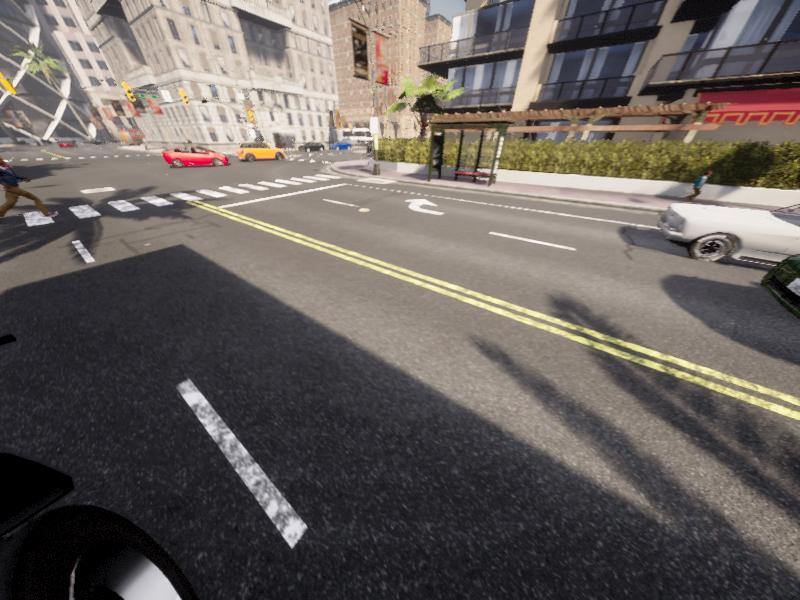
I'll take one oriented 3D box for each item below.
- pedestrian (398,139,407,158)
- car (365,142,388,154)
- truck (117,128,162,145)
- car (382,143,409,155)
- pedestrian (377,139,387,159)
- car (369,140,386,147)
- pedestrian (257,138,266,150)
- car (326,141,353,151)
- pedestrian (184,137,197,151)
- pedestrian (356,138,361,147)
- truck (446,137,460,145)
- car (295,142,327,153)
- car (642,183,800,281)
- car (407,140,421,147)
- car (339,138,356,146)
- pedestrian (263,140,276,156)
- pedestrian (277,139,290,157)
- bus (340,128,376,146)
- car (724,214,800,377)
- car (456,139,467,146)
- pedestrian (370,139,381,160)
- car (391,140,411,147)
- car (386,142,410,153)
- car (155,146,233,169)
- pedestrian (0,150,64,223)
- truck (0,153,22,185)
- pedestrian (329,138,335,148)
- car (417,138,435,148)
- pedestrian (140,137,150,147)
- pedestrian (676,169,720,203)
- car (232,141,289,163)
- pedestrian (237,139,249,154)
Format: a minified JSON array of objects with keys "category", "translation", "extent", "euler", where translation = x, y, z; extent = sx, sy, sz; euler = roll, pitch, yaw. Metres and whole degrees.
[{"category":"pedestrian","translation":[0.298,-18.040,27.562],"extent":[0.751,1.860,0.751],"euler":[18,39,24]},{"category":"car","translation":[-3.811,-24.963,37.910],"extent":[1.789,1.549,3.705],"euler":[22,41,27]},{"category":"truck","translation":[-73.445,-46.305,65.538],"extent":[2.891,3.827,8.468],"euler":[-2,35,-4]},{"category":"car","translation":[-0.651,-24.012,36.643],"extent":[1.837,1.490,4.892],"euler":[22,41,27]},{"category":"pedestrian","translation":[-1.972,-16.946,25.990],"extent":[0.751,1.860,0.751],"euler":[-22,41,-28]},{"category":"car","translation":[-6.220,-43.306,63.913],"extent":[4.514,1.525,2.007],"euler":[22,40,27]},{"category":"pedestrian","translation":[-25.641,-28.977,42.822],"extent":[0.751,1.860,0.751],"euler":[22,41,28]},{"category":"car","translation":[-11.672,-30.098,45.129],"extent":[1.882,1.535,5.008],"euler":[22,40,27]},{"category":"pedestrian","translation":[-33.913,-25.242,37.450],"extent":[0.751,1.860,0.751],"euler":[22,41,28]},{"category":"pedestrian","translation":[-10.764,-41.256,60.369],"extent":[0.751,1.860,0.751],"euler":[16,38,21]},{"category":"truck","translation":[18.581,-55.683,80.872],"extent":[2.627,2.467,5.204],"euler":[22,41,27]},{"category":"car","translation":[-15.517,-26.878,40.566],"extent":[1.837,1.490,4.892],"euler":[22,41,27]},{"category":"car","translation":[8.523,-1.299,4.704],"extent":[4.718,1.301,1.895],"euler":[22,41,28]},{"category":"car","translation":[4.236,-46.486,68.510],"extent":[3.633,1.501,1.845],"euler":[22,40,27]},{"category":"car","translation":[-15.629,-47.178,69.012],"extent":[4.605,1.855,1.932],"euler":[21,40,27]},{"category":"pedestrian","translation":[-17.598,-20.497,31.141],"extent":[0.751,1.860,0.751],"euler":[23,41,29]},{"category":"pedestrian","translation":[-14.471,-18.992,28.787],"extent":[0.751,1.860,0.751],"euler":[22,41,28]},{"category":"bus","translation":[-12.780,-49.548,70.336],"extent":[10.273,4.253,3.944],"euler":[22,40,27]},{"category":"car","translation":[7.512,0.455,1.556],"extent":[5.566,2.045,2.150],"euler":[22,40,27]},{"category":"car","translation":[21.075,-53.959,78.973],"extent":[1.905,1.878,3.866],"euler":[22,41,27]},{"category":"pedestrian","translation":[-2.709,-16.507,25.360],"extent":[0.751,1.860,0.751],"euler":[27,43,33]},{"category":"car","translation":[0.226,-43.237,63.777],"extent":[5.238,1.638,1.930],"euler":[22,40,27]},{"category":"car","translation":[-0.311,-27.875,42.094],"extent":[2.007,1.525,4.514],"euler":[22,40,27]},{"category":"car","translation":[-17.514,-12.406,20.004],"extent":[4.514,1.525,2.007],"euler":[-14,38,-20]},{"category":"pedestrian","translation":[-11.603,-3.420,6.989],"extent":[0.751,1.860,0.751],"euler":[20,39,25]},{"category":"truck","translation":[-25.795,-8.955,13.037],"extent":[8.468,3.827,2.891],"euler":[22,41,28]},{"category":"pedestrian","translation":[-15.501,-35.890,52.717],"extent":[0.751,1.860,0.751],"euler":[17,38,22]},{"category":"car","translation":[6.933,-42.245,62.088],"extent":[2.150,2.045,5.566],"euler":[22,41,27]},{"category":"pedestrian","translation":[-55.924,-34.758,50.732],"extent":[0.751,1.860,0.751],"euler":[-24,42,-31]},{"category":"pedestrian","translation":[11.720,-4.503,9.139],"extent":[0.500,1.100,0.500],"euler":[17,38,22]},{"category":"car","translation":[-15.077,-16.182,25.147],"extent":[2.097,1.767,4.553],"euler":[29,44,34]},{"category":"pedestrian","translation":[-23.970,-23.512,35.355],"extent":[0.751,1.860,0.751],"euler":[27,43,32]}]
